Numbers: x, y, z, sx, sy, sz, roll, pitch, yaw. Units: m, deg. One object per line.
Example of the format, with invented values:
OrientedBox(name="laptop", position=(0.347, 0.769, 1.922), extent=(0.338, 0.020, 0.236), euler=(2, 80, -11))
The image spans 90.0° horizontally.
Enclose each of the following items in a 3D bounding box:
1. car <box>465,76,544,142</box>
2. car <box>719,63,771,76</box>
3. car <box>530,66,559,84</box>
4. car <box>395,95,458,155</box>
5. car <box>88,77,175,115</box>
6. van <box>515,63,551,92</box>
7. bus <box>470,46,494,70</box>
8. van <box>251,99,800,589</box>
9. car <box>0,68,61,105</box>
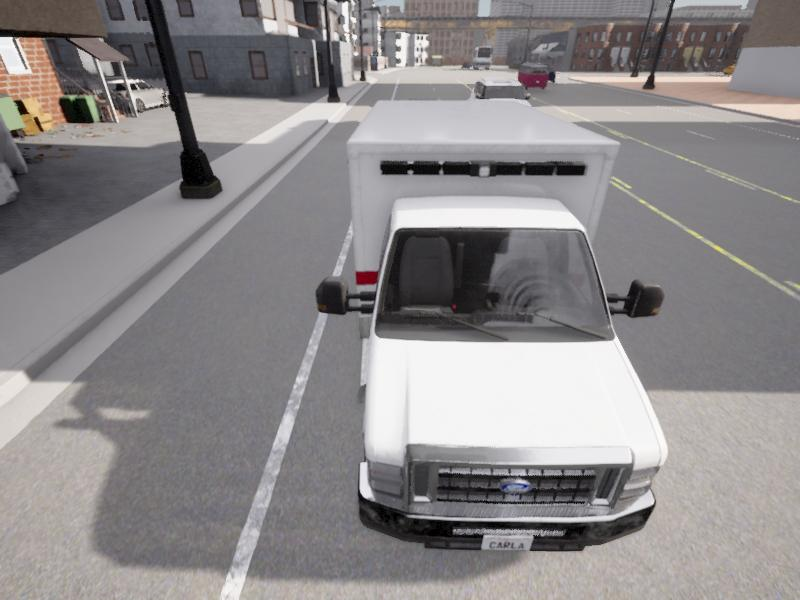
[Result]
OrientedBox(name="car", position=(4.477, -8.861, 18.252), extent=(2.150, 2.045, 5.566), euler=(0, 32, 1))
OrientedBox(name="car", position=(48.027, -32.085, 55.767), extent=(5.008, 1.535, 1.882), euler=(1, 31, 2))
OrientedBox(name="car", position=(15.517, -24.307, 43.154), extent=(1.845, 1.501, 3.633), euler=(1, 32, 1))
OrientedBox(name="car", position=(0.935, -7.155, 16.043), extent=(2.128, 1.511, 4.902), euler=(1, 32, 1))
OrientedBox(name="car", position=(-14.419, -11.169, 21.793), extent=(1.970, 1.475, 3.806), euler=(1, 32, 1))
OrientedBox(name="van", position=(11.865, -20.106, 36.020), extent=(1.775, 1.987, 4.442), euler=(1, 33, 1))
OrientedBox(name="bus", position=(17.840, -53.026, 87.804), extent=(3.944, 4.253, 10.273), euler=(3, 31, 5))
OrientedBox(name="van", position=(0.699, -0.774, 4.772), extent=(2.351, 2.431, 6.366), euler=(1, 31, 1))
OrientedBox(name="car", position=(-22.495, -12.119, 22.649), extent=(2.152, 1.636, 5.027), euler=(1, 31, 1))
